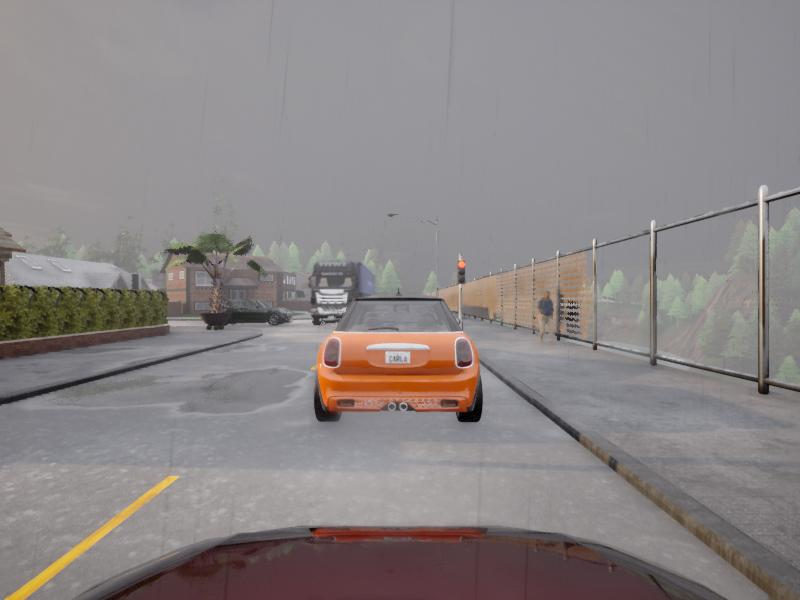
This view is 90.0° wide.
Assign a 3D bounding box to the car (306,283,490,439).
[{"bbox_3d":[-0.001,0.694,6.836,2.097,1.767,4.553,0,0,1],"label":"car"}]

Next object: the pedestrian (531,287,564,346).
[{"bbox_3d":[4.790,0.533,13.038,0.751,1.860,0.751,0,0,-4],"label":"pedestrian"}]

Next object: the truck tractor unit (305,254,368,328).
[{"bbox_3d":[-3.871,-0.519,26.004,3.053,4.208,6.516,0,0,0],"label":"truck tractor unit"}]

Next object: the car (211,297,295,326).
[{"bbox_3d":[-9.095,0.694,25.055,4.553,1.767,2.097,0,0,-5],"label":"car"}]

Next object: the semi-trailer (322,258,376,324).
[{"bbox_3d":[-3.838,-0.616,33.917,2.717,4.402,14.254,0,0,0],"label":"semi-trailer"}]
